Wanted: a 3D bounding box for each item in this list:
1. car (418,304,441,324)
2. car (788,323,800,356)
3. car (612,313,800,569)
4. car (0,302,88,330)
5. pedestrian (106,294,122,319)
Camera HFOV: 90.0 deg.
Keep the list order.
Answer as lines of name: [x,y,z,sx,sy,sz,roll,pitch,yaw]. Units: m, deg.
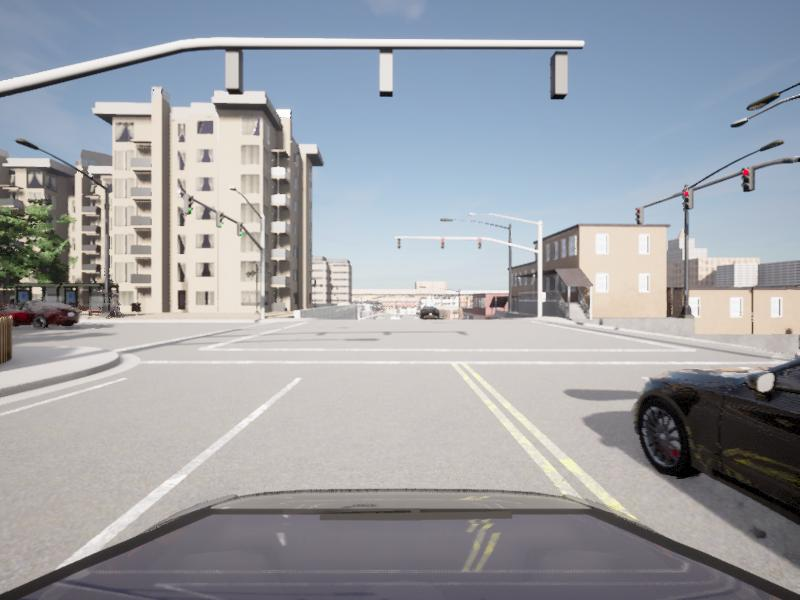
car: [2.893,1.455,40.674,1.930,1.638,5.238,0,-6,0]
car: [21.282,2.216,18.543,4.514,1.525,2.007,9,0,0]
car: [3.276,0.869,2.099,1.812,1.442,4.674,0,0,-1]
car: [-20.551,0.844,22.177,4.792,1.488,2.163,0,0,0]
pedestrian: [-21.272,0.478,29.797,0.751,1.860,0.751,0,0,-15]
